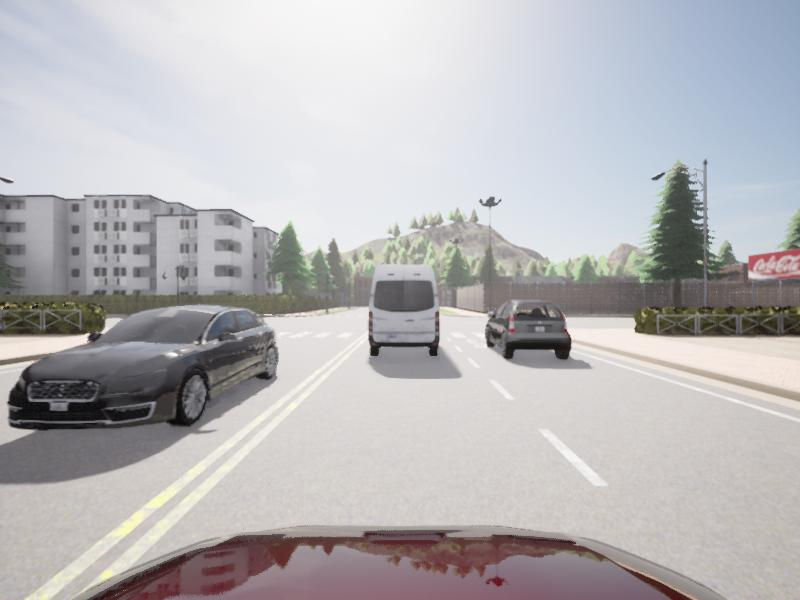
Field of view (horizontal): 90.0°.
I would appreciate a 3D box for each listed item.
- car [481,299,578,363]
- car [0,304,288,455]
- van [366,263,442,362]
[{"bbox_3d":[3.697,0.785,12.196,1.851,1.617,3.988,0,0,3],"label":"car"},{"bbox_3d":[-3.475,0.843,6.556,1.837,1.490,4.892,0,0,1],"label":"car"},{"bbox_3d":[0.159,0.320,13.356,1.988,2.561,5.915,0,0,1],"label":"van"}]
